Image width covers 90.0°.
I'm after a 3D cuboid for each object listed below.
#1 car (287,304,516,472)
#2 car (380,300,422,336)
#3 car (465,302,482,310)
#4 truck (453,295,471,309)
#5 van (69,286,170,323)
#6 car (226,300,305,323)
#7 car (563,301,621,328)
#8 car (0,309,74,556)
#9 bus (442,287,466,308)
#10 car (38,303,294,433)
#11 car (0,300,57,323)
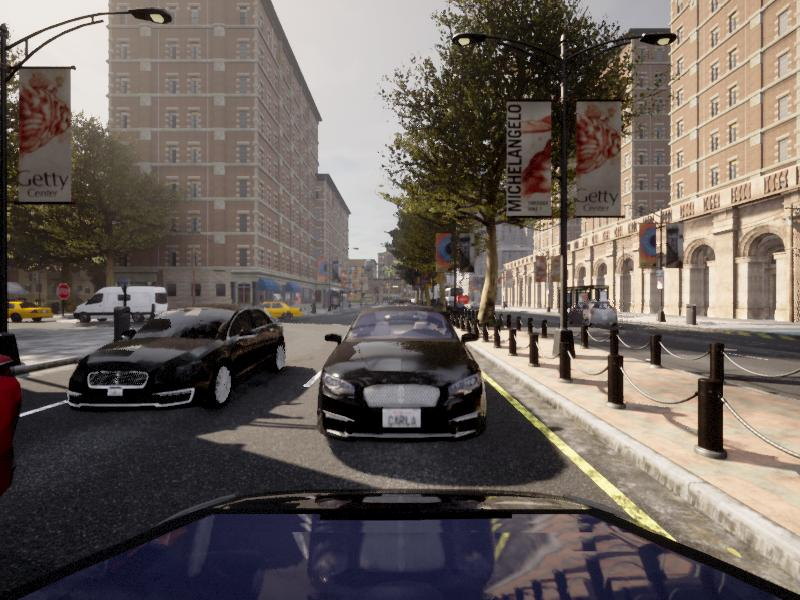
[{"bbox_3d":[0.023,0.836,6.166,2.128,1.511,4.902,0,0,0],"label":"car"},{"bbox_3d":[0.064,0.788,19.627,1.851,1.617,3.988,0,0,0],"label":"car"},{"bbox_3d":[11.717,0.944,64.347,1.895,1.301,4.718,0,0,0],"label":"car"},{"bbox_3d":[11.758,0.355,76.563,2.627,2.467,5.204,0,0,0],"label":"truck"},{"bbox_3d":[-20.213,0.322,29.025,5.915,2.561,1.988,0,0,-2],"label":"van"},{"bbox_3d":[-10.161,0.801,30.390,5.366,1.575,1.801,0,0,-31],"label":"car"},{"bbox_3d":[11.584,0.825,24.434,1.845,1.501,3.633,0,0,0],"label":"car"},{"bbox_3d":[-3.495,0.828,0.791,2.007,1.525,4.514,0,0,0],"label":"car"},{"bbox_3d":[11.676,-0.538,88.180,3.944,4.253,10.273,0,0,0],"label":"bus"},{"bbox_3d":[-3.503,0.842,7.328,1.837,1.490,4.892,0,1,0],"label":"car"},{"bbox_3d":[-28.277,0.801,28.894,5.366,1.575,1.801,0,0,-1],"label":"car"}]
